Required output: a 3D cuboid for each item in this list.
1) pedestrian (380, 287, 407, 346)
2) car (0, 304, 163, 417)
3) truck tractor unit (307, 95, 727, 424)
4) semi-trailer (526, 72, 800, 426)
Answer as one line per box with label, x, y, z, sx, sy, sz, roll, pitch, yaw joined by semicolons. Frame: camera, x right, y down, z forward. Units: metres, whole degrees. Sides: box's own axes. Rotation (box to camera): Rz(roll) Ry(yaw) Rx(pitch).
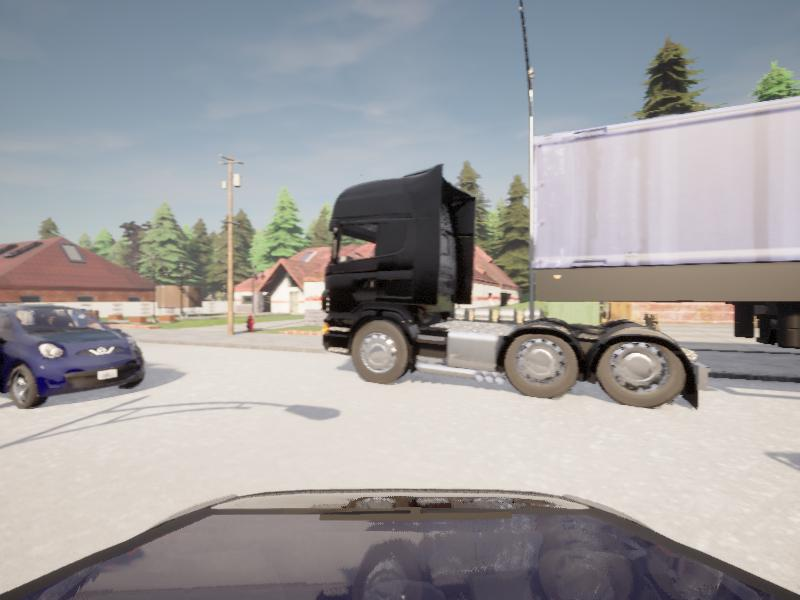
pedestrian;-0.188;0.525;12.979;0.751;1.860;0.751;0;0;9
car;-6.237;0.842;6.985;3.633;1.501;1.845;0;0;24
truck tractor unit;1.807;-0.531;7.825;6.516;4.208;3.053;0;0;24
semi-trailer;9.055;-0.650;4.655;14.254;4.402;2.717;0;0;24
